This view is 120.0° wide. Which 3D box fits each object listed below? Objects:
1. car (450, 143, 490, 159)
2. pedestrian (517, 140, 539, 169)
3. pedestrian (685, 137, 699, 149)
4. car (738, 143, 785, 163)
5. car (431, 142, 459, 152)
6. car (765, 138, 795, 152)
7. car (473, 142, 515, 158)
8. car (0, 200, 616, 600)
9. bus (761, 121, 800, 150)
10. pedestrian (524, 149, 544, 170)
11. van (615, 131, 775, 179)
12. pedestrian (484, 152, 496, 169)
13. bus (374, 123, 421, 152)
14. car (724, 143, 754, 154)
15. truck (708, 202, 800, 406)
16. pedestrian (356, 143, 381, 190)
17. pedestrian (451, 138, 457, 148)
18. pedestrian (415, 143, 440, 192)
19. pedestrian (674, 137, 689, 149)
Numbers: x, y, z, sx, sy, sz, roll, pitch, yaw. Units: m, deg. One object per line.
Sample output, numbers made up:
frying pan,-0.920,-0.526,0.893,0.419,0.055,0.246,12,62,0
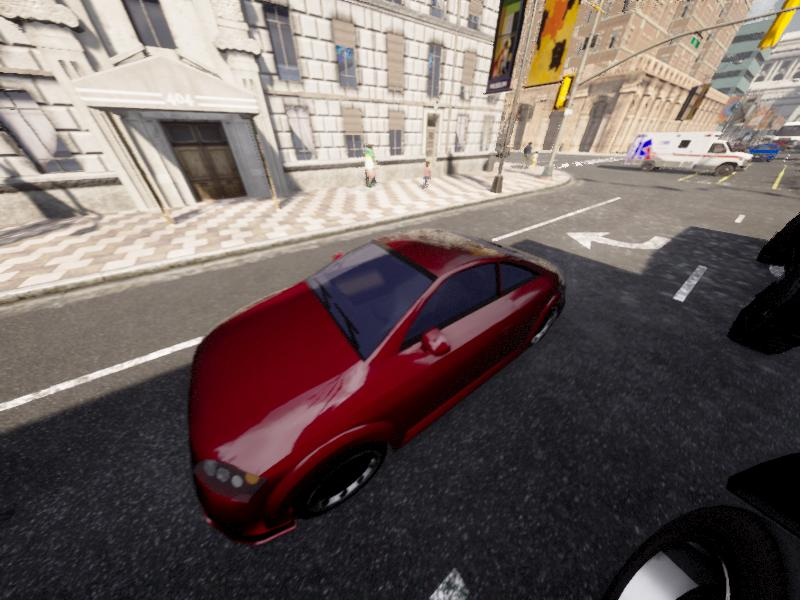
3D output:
car,8.949,-19.324,29.925,2.007,1.525,4.514,-22,41,-28
pedestrian,9.805,-11.181,17.773,0.751,1.860,0.751,-25,42,-31
pedestrian,56.781,-30.591,44.940,0.751,1.860,0.751,-22,41,-28
car,37.482,-15.245,23.909,5.008,1.535,1.882,-22,41,-28
car,8.687,-30.024,45.220,2.033,1.411,5.357,-22,41,-28
car,65.276,-26.722,39.685,3.866,1.878,1.905,-22,41,-28
car,12.401,-20.074,30.837,2.242,1.667,4.611,-22,41,-28
car,0.084,0.071,2.618,4.181,1.385,1.994,-22,41,-28
bus,74.794,-31.497,44.310,10.273,4.253,3.944,-22,41,-28
pedestrian,10.041,-10.539,17.345,0.751,1.300,0.751,-21,40,-26
van,20.327,-10.489,16.524,2.351,2.431,6.366,-22,41,-28
pedestrian,6.941,-10.803,17.918,0.500,1.100,0.500,-4,35,-5
bus,-0.755,-32.035,45.662,3.944,4.253,10.273,-22,41,-28
car,53.092,-23.808,36.135,4.718,1.301,1.895,-22,41,-28
truck,6.948,-0.564,2.830,6.274,2.098,2.390,-22,41,-28
pedestrian,-1.465,-6.403,11.082,0.751,1.860,0.751,-30,45,-35
pedestrian,12.124,-35.033,51.586,0.751,1.860,0.751,-24,42,-30
pedestrian,1.234,-6.098,10.629,0.751,1.860,0.751,25,42,31
pedestrian,51.820,-28.866,42.532,0.751,1.860,0.751,-19,39,-24
